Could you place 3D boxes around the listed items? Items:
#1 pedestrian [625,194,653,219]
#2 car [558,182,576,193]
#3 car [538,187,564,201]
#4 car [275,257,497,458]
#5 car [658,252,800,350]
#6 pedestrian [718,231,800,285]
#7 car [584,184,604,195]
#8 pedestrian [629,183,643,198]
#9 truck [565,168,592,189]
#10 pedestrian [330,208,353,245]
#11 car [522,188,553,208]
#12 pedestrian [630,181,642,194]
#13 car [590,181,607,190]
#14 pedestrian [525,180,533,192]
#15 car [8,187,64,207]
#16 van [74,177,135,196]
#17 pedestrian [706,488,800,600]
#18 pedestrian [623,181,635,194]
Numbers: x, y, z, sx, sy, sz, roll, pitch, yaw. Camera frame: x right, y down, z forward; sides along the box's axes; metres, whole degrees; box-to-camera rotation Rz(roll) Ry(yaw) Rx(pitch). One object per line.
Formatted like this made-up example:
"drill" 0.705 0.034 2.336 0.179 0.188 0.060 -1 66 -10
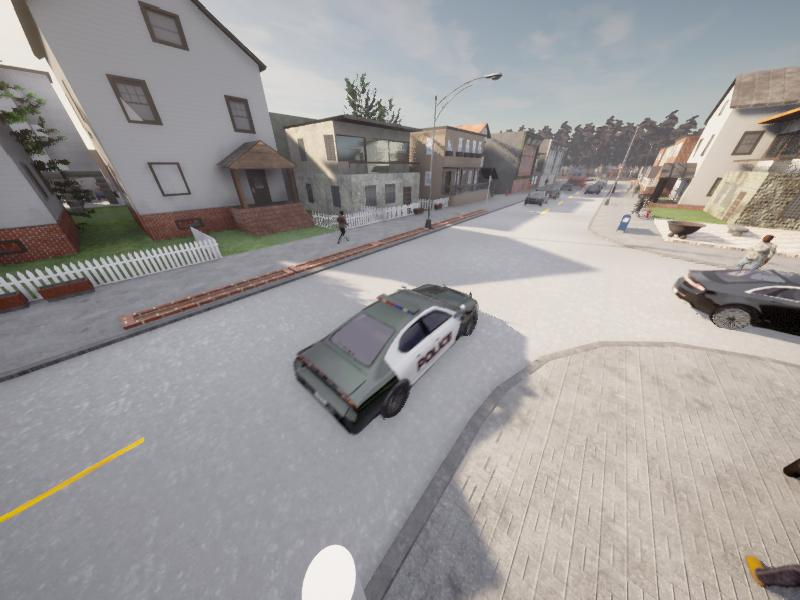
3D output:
"pedestrian" 20.133 -7.883 19.525 0.751 1.860 0.751 -7 31 -12
"car" 30.077 -20.334 41.672 1.789 1.549 3.705 23 37 34
"car" 21.579 -15.203 32.970 1.994 1.385 4.181 23 37 34
"car" 0.211 0.566 5.486 2.038 1.542 4.974 23 37 34
"car" 10.844 0.214 6.121 4.902 1.511 2.128 20 36 31
"pedestrian" 13.654 -1.599 8.866 0.751 1.860 0.751 7 31 11
"car" 33.465 -19.154 39.813 1.994 1.385 4.181 23 37 34
"pedestrian" 33.844 -15.747 33.163 0.751 1.860 0.751 26 39 37
"truck" 39.037 -26.659 50.357 2.891 3.827 8.468 23 37 34
"pedestrian" -3.297 -4.184 13.134 0.751 1.860 0.751 21 36 32
"car" 16.653 -12.450 27.928 1.930 1.638 5.238 22 37 33
"pedestrian" 38.256 -18.251 37.499 0.751 1.860 0.751 23 37 34
"car" 40.628 -23.428 47.191 2.033 1.411 5.357 23 37 34
"pedestrian" 22.900 -20.290 41.031 0.751 1.860 0.751 23 37 34
"car" -43.673 -12.532 27.911 2.242 1.667 4.611 -23 37 -34
"van" -51.433 -19.958 40.432 1.988 2.561 5.915 23 37 34
"pedestrian" 3.728 2.327 1.860 0.751 1.860 0.751 23 37 34
"pedestrian" 37.806 -18.611 38.124 0.751 1.860 0.751 27 39 38
